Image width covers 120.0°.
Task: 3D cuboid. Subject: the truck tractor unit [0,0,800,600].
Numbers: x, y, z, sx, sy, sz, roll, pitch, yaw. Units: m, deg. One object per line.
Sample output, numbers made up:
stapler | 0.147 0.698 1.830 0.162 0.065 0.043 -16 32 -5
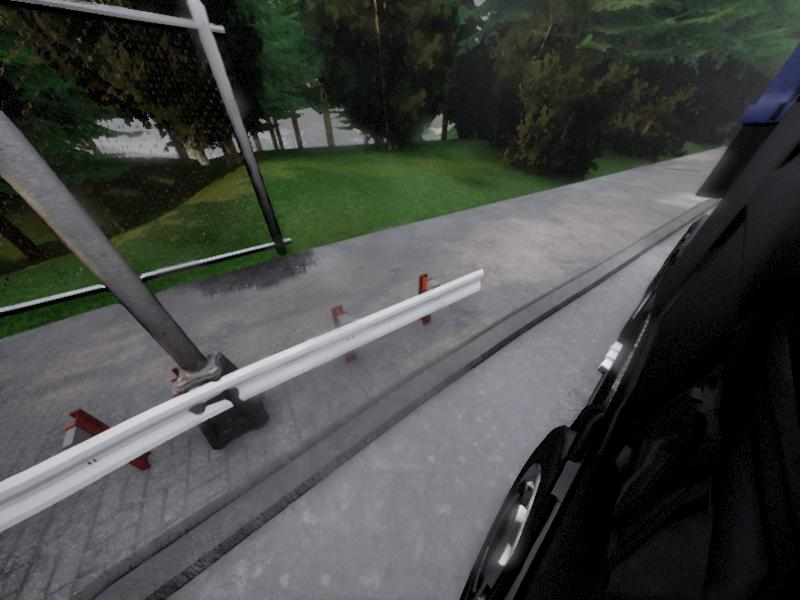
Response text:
truck tractor unit | 2.645 -0.295 0.351 6.516 4.208 3.053 -28 44 -30

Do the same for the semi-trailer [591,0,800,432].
semi-trailer | 9.164 -3.188 3.791 14.254 4.402 2.717 -22 41 -25
